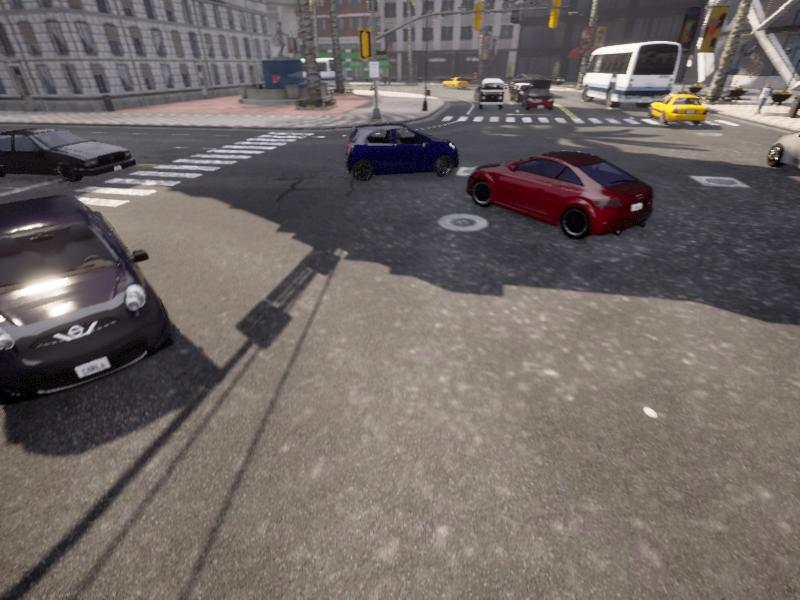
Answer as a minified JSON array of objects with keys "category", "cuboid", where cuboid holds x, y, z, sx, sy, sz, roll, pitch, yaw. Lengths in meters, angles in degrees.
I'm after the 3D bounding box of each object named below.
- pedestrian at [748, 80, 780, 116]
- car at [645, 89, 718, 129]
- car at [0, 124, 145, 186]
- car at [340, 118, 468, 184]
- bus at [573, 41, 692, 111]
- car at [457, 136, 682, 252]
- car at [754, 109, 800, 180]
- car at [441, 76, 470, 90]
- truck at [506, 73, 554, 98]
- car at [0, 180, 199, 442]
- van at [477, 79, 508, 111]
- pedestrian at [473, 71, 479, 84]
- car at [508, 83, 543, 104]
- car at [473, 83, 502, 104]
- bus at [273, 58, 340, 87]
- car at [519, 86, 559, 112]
[{"category":"pedestrian","cuboid":[21.985,-12.218,24.194,0.751,1.860,0.751,14,33,23]},{"category":"car","cuboid":[15.959,-11.112,23.065,1.801,1.575,5.366,8,31,14]},{"category":"car","cuboid":[-11.656,-4.837,13.143,5.357,1.411,2.033,6,31,11]},{"category":"car","cuboid":[0.047,-4.744,12.595,3.633,1.501,1.845,-6,31,-9]},{"category":"bus","cuboid":[17.970,-18.126,32.351,3.944,4.253,10.273,2,30,4]},{"category":"car","cuboid":[3.465,-2.656,9.113,1.994,1.385,4.181,-18,35,-27]},{"category":"car","cuboid":[12.970,-4.302,11.418,2.242,1.667,4.611,6,31,11]},{"category":"car","cuboid":[8.024,-31.796,58.550,1.801,1.575,5.366,-12,32,-19]},{"category":"truck","cuboid":[14.174,-23.744,44.157,2.390,2.098,6.274,-5,31,-8]},{"category":"car","cuboid":[-4.290,-0.288,5.081,1.845,1.501,3.633,-24,37,-34]},{"category":"van","cuboid":[7.287,-16.347,31.740,2.069,2.038,4.480,5,31,9]},{"category":"pedestrian","cuboid":[13.067,-38.215,68.773,0.751,1.860,0.751,7,31,13]},{"category":"car","cuboid":[11.460,-19.043,36.807,1.970,1.475,3.806,-1,30,0]},{"category":"car","cuboid":[8.032,-19.215,37.118,1.845,1.501,3.633,-1,31,-1]},{"category":"bus","cuboid":[-16.358,-39.970,70.391,10.273,4.253,3.944,8,31,14]},{"category":"car","cuboid":[10.749,-15.757,31.208,2.163,1.488,4.792,4,31,8]}]
